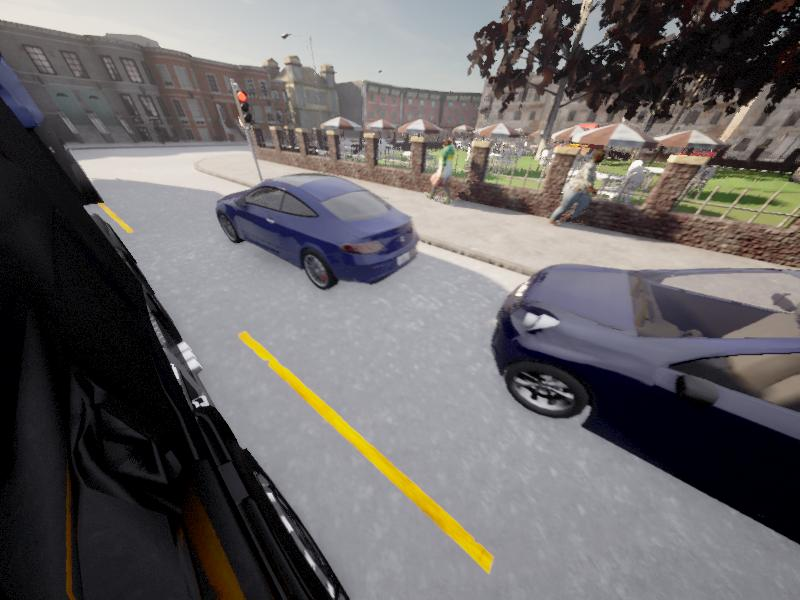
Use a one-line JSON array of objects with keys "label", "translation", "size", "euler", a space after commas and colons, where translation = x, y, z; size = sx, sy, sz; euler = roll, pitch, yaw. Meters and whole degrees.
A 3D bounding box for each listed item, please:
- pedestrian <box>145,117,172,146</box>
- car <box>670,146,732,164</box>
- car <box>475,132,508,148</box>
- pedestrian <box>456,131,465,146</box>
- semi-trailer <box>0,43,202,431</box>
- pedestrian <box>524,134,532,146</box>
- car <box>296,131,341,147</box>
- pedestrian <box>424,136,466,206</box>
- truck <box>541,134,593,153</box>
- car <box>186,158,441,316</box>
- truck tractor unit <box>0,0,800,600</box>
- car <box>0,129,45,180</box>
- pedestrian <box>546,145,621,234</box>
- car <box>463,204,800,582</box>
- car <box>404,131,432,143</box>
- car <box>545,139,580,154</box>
[{"label": "pedestrian", "translation": [-19.864, -13.844, 19.040], "size": [0.751, 1.860, 0.751], "euler": [31, 45, 32]}, {"label": "car", "translation": [39.005, -18.979, 30.115], "size": [4.514, 1.525, 2.007], "euler": [25, 42, 27]}, {"label": "car", "translation": [15.630, -27.390, 39.523], "size": [4.605, 1.855, 1.932], "euler": [25, 42, 26]}, {"label": "pedestrian", "translation": [9.609, -25.530, 36.467], "size": [0.751, 1.860, 0.751], "euler": [-25, 45, -32]}, {"label": "semi-trailer", "translation": [-8.692, -3.614, 4.226], "size": [14.254, 4.402, 2.717], "euler": [28, 44, 30]}, {"label": "pedestrian", "translation": [23.854, -29.809, 43.068], "size": [0.751, 1.860, 0.751], "euler": [23, 41, 24]}, {"label": "car", "translation": [-9.543, -19.217, 27.531], "size": [1.895, 1.301, 4.718], "euler": [26, 43, 27]}, {"label": "pedestrian", "translation": [1.409, -4.156, 7.505], "size": [0.751, 1.860, 0.751], "euler": [-28, 47, -35]}, {"label": "truck", "translation": [26.646, -25.103, 36.998], "size": [6.274, 2.098, 2.390], "euler": [25, 42, 27]}, {"label": "car", "translation": [-1.801, -1.646, 4.521], "size": [4.674, 1.442, 1.812], "euler": [25, 42, 26]}, {"label": "truck tractor unit", "translation": [-2.645, -0.295, 0.351], "size": [6.516, 4.208, 3.053], "euler": [28, 44, 30]}, {"label": "car", "translation": [-17.321, -5.451, 8.527], "size": [4.514, 1.525, 2.007], "euler": [2, 37, 0]}, {"label": "pedestrian", "translation": [4.581, -2.784, 5.881], "size": [0.751, 1.860, 0.751], "euler": [25, 42, 27]}, {"label": "car", "translation": [2.708, 0.558, 1.804], "size": [3.633, 1.501, 1.845], "euler": [25, 42, 27]}, {"label": "car", "translation": [3.215, -28.862, 40.977], "size": [5.008, 1.535, 1.882], "euler": [-26, 45, -33]}, {"label": "car", "translation": [24.261, -22.942, 34.488], "size": [3.806, 1.475, 1.970], "euler": [25, 42, 26]}]
